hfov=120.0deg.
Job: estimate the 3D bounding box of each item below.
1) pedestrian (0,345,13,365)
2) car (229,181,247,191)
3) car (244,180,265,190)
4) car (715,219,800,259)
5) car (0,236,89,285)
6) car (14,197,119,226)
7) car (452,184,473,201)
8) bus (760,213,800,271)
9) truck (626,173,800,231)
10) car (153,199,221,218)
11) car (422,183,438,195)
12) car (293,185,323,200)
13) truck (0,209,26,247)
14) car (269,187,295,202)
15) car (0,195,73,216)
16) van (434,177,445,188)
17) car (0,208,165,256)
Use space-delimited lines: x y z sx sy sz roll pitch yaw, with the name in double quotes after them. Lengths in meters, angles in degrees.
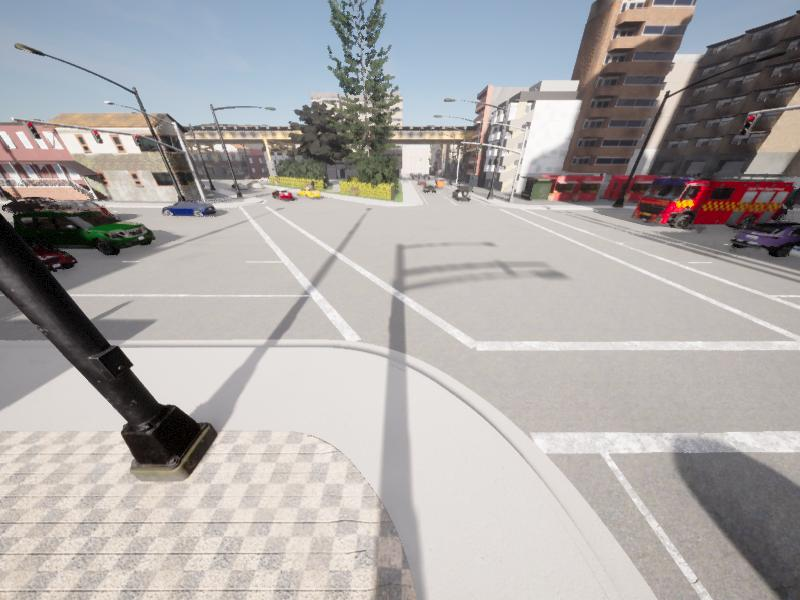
-9.607 0.796 4.718 0.751 1.860 0.751 -9 31 -15 "pedestrian"
-33.447 -23.533 47.676 3.806 1.475 1.970 26 39 38 "car"
-31.840 -25.177 50.577 5.027 1.651 2.152 26 39 38 "car"
21.684 -3.411 12.818 4.856 1.649 2.033 1 30 0 "car"
-16.717 -1.717 9.702 4.193 1.474 1.816 0 30 0 "car"
-26.559 -7.152 18.599 4.553 1.767 2.097 1 30 -1 "car"
8.832 -15.461 33.200 1.905 1.878 3.866 0 30 0 "car"
23.813 -2.830 9.227 10.273 4.253 3.944 0 30 0 "bus"
24.395 -7.858 18.365 8.468 3.827 2.891 0 30 -1 "truck"
-19.903 -8.652 21.790 4.181 1.385 1.994 0 30 0 "car"
5.382 -20.217 41.987 2.152 1.651 5.027 0 30 0 "car"
-14.078 -16.501 35.309 5.366 1.575 1.801 26 39 38 "car"
-27.436 -4.594 12.102 8.468 3.827 2.891 1 30 -1 "truck"
-16.991 -15.236 33.223 1.970 1.475 3.806 -25 38 -36 "car"
-34.219 -8.846 21.554 4.193 1.474 1.816 1 30 0 "car"
8.944 -26.631 52.447 1.775 1.987 4.442 0 30 0 "van"
-17.093 -3.729 12.607 5.566 2.045 2.150 0 30 0 "car"
